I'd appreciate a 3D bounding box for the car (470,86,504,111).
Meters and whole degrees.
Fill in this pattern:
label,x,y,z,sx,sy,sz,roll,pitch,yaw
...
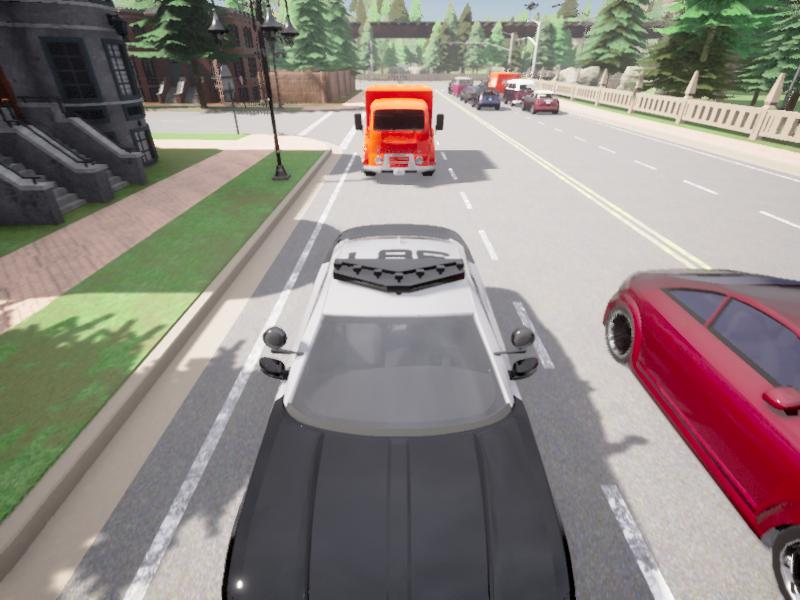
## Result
label,x,y,z,sx,sy,sz,roll,pitch,yaw
car,6.931,-16.347,32.372,1.851,1.617,3.988,0,30,0

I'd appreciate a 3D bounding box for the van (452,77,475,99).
label,x,y,z,sx,sy,sz,roll,pitch,yaw
van,6.903,-23.510,44.242,1.775,1.987,4.442,0,30,0

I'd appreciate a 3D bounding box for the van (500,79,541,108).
label,x,y,z,sx,sy,sz,roll,pitch,yaw
van,10.424,-18.169,35.066,2.069,2.038,4.480,0,30,0

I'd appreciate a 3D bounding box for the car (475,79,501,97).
label,x,y,z,sx,sy,sz,roll,pitch,yaw
car,10.396,-25.282,47.635,2.033,1.649,4.856,0,30,0

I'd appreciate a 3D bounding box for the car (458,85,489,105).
label,x,y,z,sx,sy,sz,roll,pitch,yaw
car,6.919,-19.668,38.260,2.033,1.411,5.357,0,30,0

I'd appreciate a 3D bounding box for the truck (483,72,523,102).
label,x,y,z,sx,sy,sz,roll,pitch,yaw
truck,10.414,-21.858,40.948,2.627,2.467,5.204,0,30,0

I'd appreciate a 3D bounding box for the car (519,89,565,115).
label,x,y,z,sx,sy,sz,roll,pitch,yaw
car,10.435,-14.770,29.814,1.970,1.475,3.806,0,30,0

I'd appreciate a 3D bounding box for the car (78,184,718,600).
label,x,y,z,sx,sy,sz,roll,pitch,yaw
car,-0.009,0.460,3.589,1.930,1.638,5.238,0,30,0

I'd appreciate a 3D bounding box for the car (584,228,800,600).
label,x,y,z,sx,sy,sz,roll,pitch,yaw
car,3.492,0.805,3.276,1.994,1.385,4.181,0,30,0

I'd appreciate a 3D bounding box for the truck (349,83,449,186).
label,x,y,z,sx,sy,sz,roll,pitch,yaw
truck,-0.031,-5.718,13.328,2.627,2.467,5.204,0,30,0
